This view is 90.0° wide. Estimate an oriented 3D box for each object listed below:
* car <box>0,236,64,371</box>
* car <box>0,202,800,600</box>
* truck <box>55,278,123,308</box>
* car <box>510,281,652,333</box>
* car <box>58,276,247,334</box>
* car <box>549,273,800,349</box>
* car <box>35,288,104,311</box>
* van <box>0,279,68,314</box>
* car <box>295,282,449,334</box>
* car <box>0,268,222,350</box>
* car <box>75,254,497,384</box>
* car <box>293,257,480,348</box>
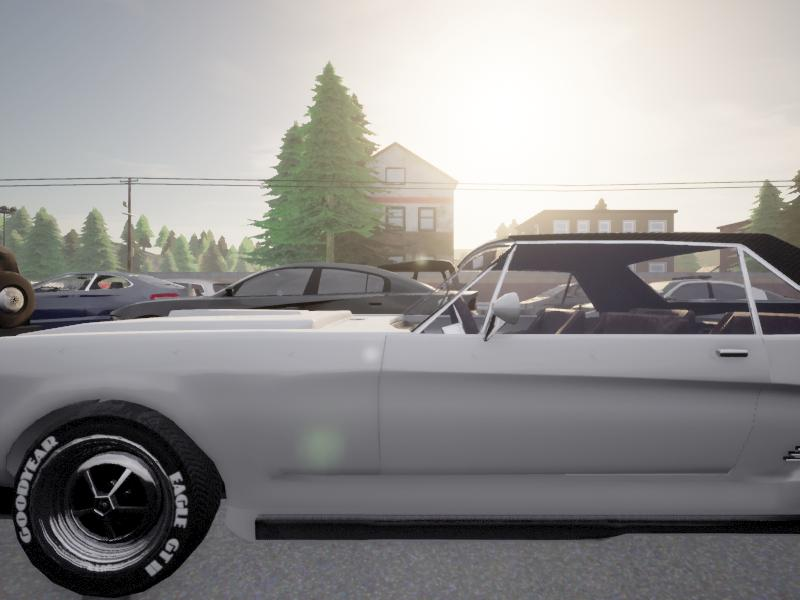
[{"bbox_3d":[-7.490,0.046,5.660,3.866,1.878,1.905,0,0,0],"label":"car"},{"bbox_3d":[0.559,0.344,2.203,4.718,1.301,1.895,0,0,0],"label":"car"},{"bbox_3d":[-42.717,-0.925,55.367,2.891,3.827,8.468,0,0,0],"label":"truck"},{"bbox_3d":[5.601,0.215,12.732,3.705,1.549,1.789,0,0,0],"label":"car"},{"bbox_3d":[-7.559,0.156,12.661,4.611,1.667,2.242,0,0,-1],"label":"car"},{"bbox_3d":[6.297,0.226,9.236,4.974,1.542,2.038,0,0,0],"label":"car"},{"bbox_3d":[-32.230,-0.030,39.272,2.150,2.045,5.566,0,0,0],"label":"car"},{"bbox_3d":[-28.743,-0.222,29.996,2.351,2.431,6.366,0,0,0],"label":"van"},{"bbox_3d":[-0.816,0.228,12.696,4.514,1.525,2.007,0,0,0],"label":"car"},{"bbox_3d":[-7.069,0.181,9.172,5.027,1.651,2.152,0,0,0],"label":"car"},{"bbox_3d":[-1.348,0.223,5.694,5.008,1.535,1.882,0,0,0],"label":"car"},{"bbox_3d":[-0.280,0.046,9.200,3.866,1.878,1.905,0,0,0],"label":"car"}]
